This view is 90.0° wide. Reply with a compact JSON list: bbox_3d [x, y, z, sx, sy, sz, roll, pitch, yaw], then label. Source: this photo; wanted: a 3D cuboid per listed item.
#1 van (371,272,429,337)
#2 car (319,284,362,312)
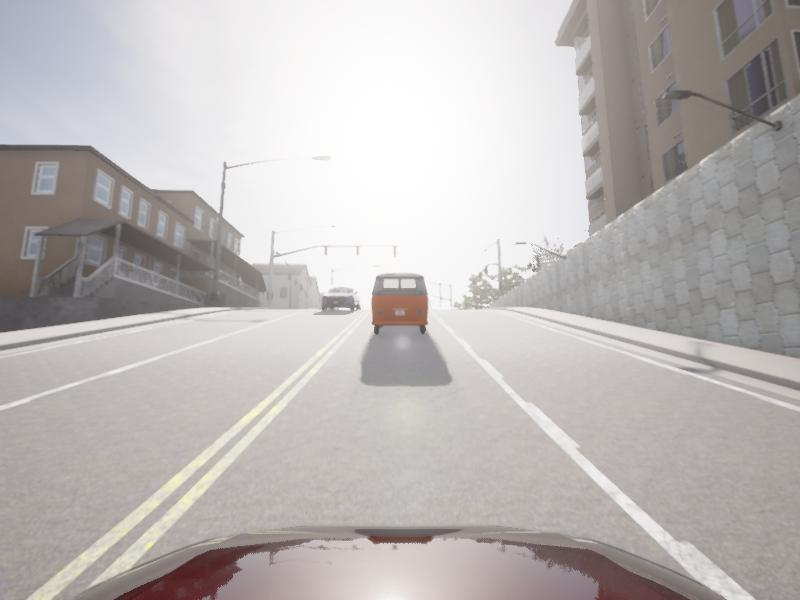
[{"bbox_3d":[-0.009,0.022,14.400,1.775,1.987,4.442,0,3,0],"label":"van"},{"bbox_3d":[-3.526,-0.131,24.456,1.882,1.535,5.008,0,0,0],"label":"car"}]
